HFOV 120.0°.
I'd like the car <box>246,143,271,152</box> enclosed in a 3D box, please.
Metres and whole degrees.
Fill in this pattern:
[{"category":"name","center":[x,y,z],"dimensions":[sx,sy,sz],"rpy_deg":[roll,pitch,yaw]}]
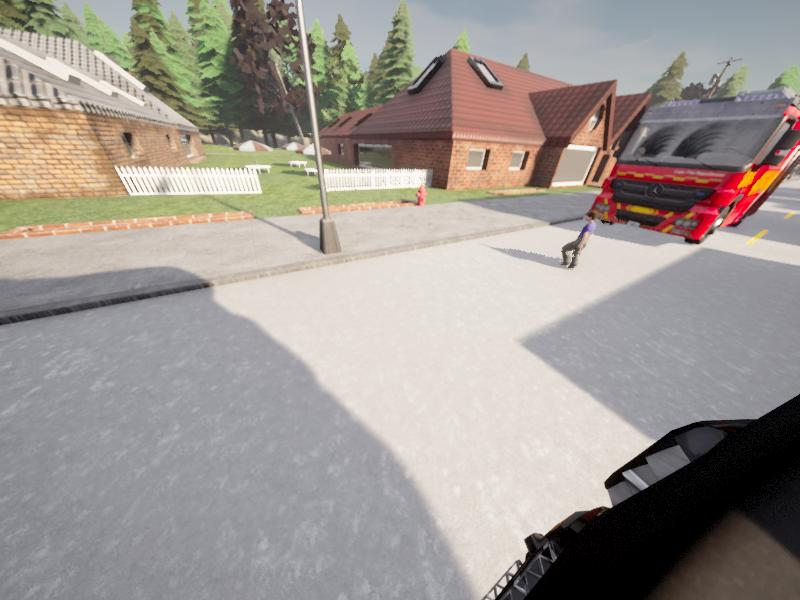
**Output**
[{"category":"car","center":[-36.814,-39.758,60.154],"dimensions":[5.027,1.651,2.152],"rpy_deg":[-16,38,-26]}]

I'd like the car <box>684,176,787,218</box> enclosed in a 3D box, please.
[{"category":"car","center":[18.320,-5.749,12.620],"dimensions":[4.902,1.511,2.128],"rpy_deg":[-16,38,-26]}]

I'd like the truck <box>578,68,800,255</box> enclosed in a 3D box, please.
[{"category":"truck","center":[11.032,-4.624,8.280],"dimensions":[8.468,3.827,2.891],"rpy_deg":[-16,38,-26]}]

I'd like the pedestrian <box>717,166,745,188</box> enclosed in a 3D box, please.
[{"category":"pedestrian","center":[33.001,-12.297,23.042],"dimensions":[0.751,1.860,0.751],"rpy_deg":[-19,39,-29]}]

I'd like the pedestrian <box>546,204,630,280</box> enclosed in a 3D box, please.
[{"category":"pedestrian","center":[3.911,-1.254,4.905],"dimensions":[0.751,1.300,0.751],"rpy_deg":[-20,40,-31]}]

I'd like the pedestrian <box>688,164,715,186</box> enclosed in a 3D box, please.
[{"category":"pedestrian","center":[30.257,-12.554,23.221],"dimensions":[0.751,1.860,0.751],"rpy_deg":[-15,38,-25]}]
